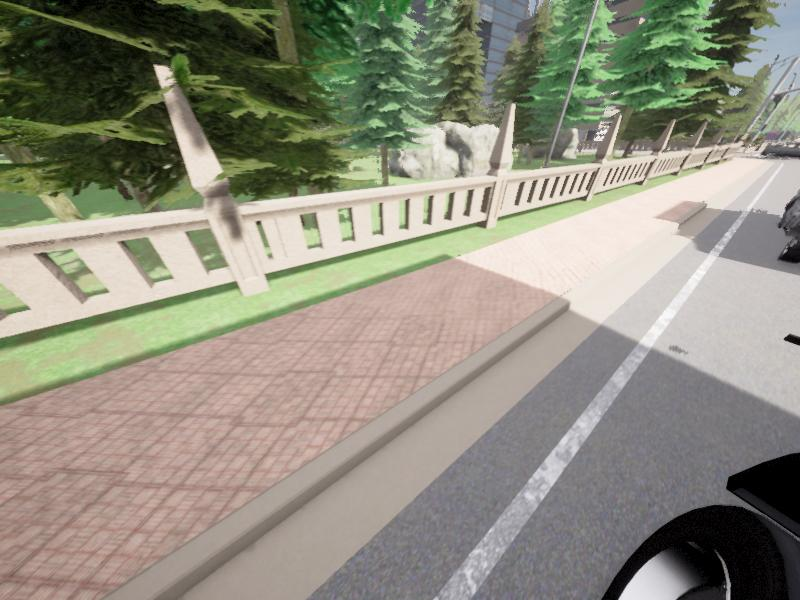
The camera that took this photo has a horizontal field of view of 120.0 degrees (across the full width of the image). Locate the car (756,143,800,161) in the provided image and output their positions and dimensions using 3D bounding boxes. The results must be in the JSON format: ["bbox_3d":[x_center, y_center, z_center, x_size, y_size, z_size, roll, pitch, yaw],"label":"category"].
[{"bbox_3d":[42.861,-16.037,24.949,2.007,1.525,4.514,-21,40,-27],"label":"car"}]

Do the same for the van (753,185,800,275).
[{"bbox_3d":[10.808,-2.265,4.919,6.366,2.431,2.351,-22,41,-28],"label":"van"}]
